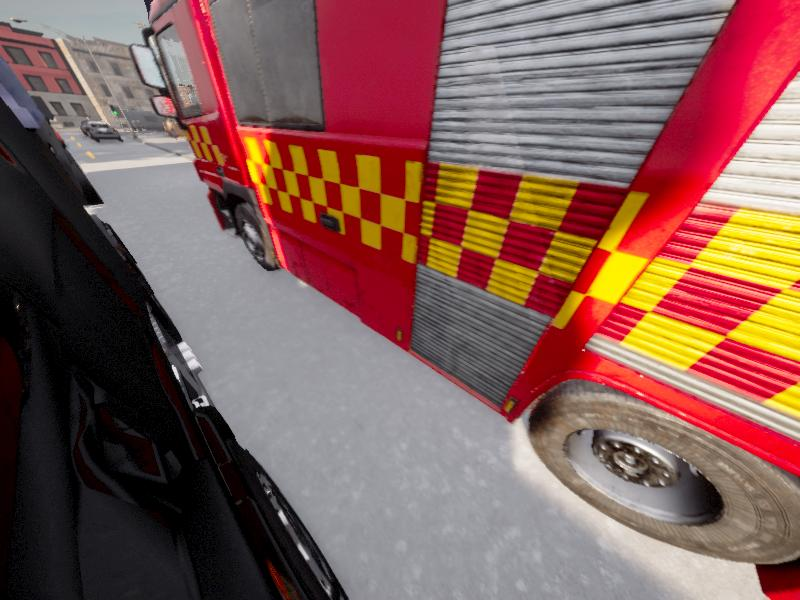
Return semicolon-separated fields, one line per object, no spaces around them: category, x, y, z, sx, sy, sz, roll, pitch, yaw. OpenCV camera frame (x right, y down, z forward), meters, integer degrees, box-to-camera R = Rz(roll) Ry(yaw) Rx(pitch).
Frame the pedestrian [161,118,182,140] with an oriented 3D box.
pedestrian;-24.082;-18.022;24.387;0.751;1.860;0.751;28;44;30

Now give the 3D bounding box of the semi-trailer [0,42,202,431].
semi-trailer;-8.698;-3.610;4.223;14.254;4.402;2.717;28;44;30

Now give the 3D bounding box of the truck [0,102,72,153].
truck;-25.132;-11.601;15.448;5.204;2.467;2.627;28;44;30

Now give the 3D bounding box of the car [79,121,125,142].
car;-28.565;-16.163;22.147;3.806;1.475;1.970;28;44;30

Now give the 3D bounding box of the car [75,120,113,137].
car;-34.990;-19.590;26.396;4.181;1.385;1.994;29;44;31

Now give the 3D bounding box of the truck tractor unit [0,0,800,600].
truck tractor unit;-2.645;-0.295;0.352;6.516;4.208;3.053;28;44;30

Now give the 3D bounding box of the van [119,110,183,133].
van;-38.070;-27.386;35.626;1.988;2.561;5.915;24;42;27

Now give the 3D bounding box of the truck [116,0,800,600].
truck;0.452;-1.607;2.641;8.468;3.827;2.891;28;44;30
